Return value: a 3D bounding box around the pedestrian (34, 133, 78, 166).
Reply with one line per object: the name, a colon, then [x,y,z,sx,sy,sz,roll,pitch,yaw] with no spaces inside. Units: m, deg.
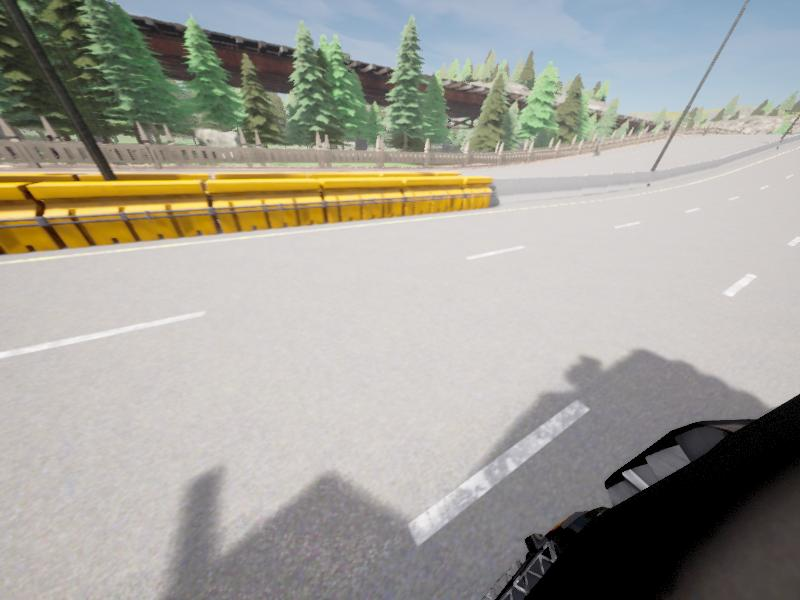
pedestrian: [-23.559,-10.318,15.860,0.751,1.860,0.751,-15,37,-24]
